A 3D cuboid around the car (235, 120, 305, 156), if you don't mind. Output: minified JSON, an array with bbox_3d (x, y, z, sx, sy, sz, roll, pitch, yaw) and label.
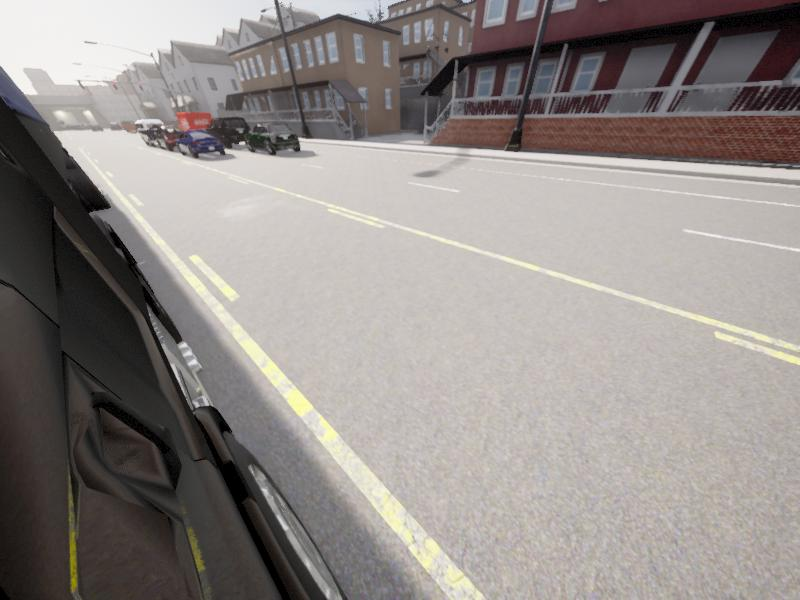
[{"bbox_3d":[-9.000,-11.288,15.992,4.553,1.767,2.097,27,48,31],"label":"car"}]

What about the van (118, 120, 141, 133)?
[{"bbox_3d":[-54.577,-35.019,46.605,4.442,1.987,1.775,27,47,31],"label":"van"}]

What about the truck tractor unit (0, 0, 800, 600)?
[{"bbox_3d":[-2.645,-0.295,0.351,6.516,4.208,3.053,28,43,30],"label":"truck tractor unit"}]

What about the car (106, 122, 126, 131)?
[{"bbox_3d":[-71.892,-43.827,58.388,4.611,1.667,2.242,27,48,31],"label":"car"}]

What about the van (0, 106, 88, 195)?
[{"bbox_3d":[-16.343,-6.659,10.052,5.915,2.561,1.988,28,48,31],"label":"van"}]

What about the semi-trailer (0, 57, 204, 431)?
[{"bbox_3d":[-8.777,-3.440,4.304,14.254,4.402,2.717,27,47,31],"label":"semi-trailer"}]

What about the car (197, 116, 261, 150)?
[{"bbox_3d":[-14.528,-14.235,19.608,5.566,2.045,2.150,28,48,31],"label":"car"}]

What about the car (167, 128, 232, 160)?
[{"bbox_3d":[-13.667,-10.658,15.685,4.674,1.442,1.812,28,48,31],"label":"car"}]

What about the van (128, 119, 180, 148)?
[{"bbox_3d":[-23.577,-16.036,22.169,4.480,2.038,2.069,27,48,31],"label":"van"}]

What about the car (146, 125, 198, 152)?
[{"bbox_3d":[-18.891,-13.440,19.158,3.988,1.617,1.851,27,48,31],"label":"car"}]

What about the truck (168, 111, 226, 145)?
[{"bbox_3d":[-20.592,-17.459,23.448,5.204,2.467,2.627,29,48,32],"label":"truck"}]
